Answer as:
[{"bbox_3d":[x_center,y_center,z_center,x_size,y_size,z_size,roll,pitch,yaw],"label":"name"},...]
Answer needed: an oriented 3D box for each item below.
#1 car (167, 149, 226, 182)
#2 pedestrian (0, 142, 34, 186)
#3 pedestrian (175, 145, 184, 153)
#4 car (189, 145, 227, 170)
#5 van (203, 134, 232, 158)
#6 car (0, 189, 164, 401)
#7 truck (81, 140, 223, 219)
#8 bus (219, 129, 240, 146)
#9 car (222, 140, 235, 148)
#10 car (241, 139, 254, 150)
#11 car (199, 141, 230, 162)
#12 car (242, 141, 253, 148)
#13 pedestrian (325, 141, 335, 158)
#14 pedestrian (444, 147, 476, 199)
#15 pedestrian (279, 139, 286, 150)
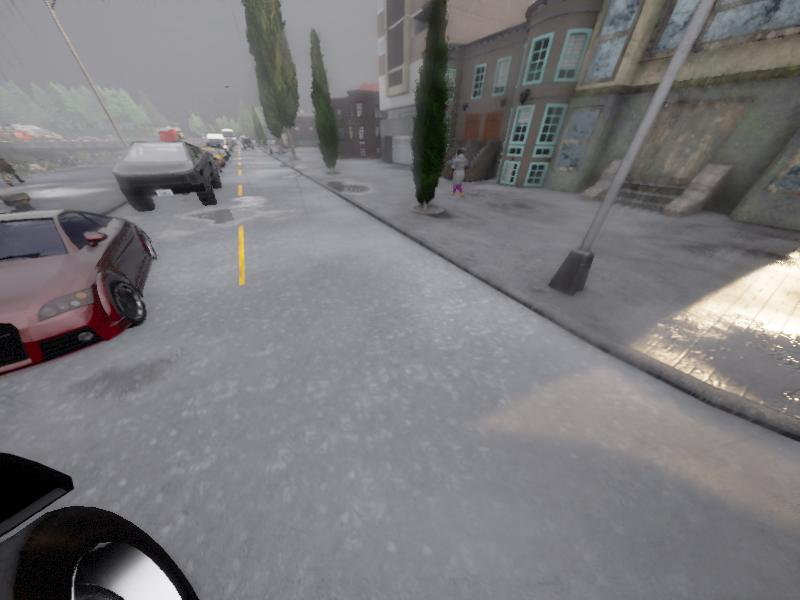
[{"bbox_3d":[-13.559,-9.317,15.779,2.128,1.511,4.902,-18,39,-24],"label":"car"},{"bbox_3d":[-20.203,-6.866,11.694,0.751,1.860,0.751,-18,39,-24],"label":"pedestrian"},{"bbox_3d":[-34.294,-23.505,35.939,0.500,1.100,0.500,27,43,32],"label":"pedestrian"},{"bbox_3d":[-17.016,-12.850,20.726,1.801,1.575,5.366,-18,39,-24],"label":"car"},{"bbox_3d":[-24.647,-20.968,31.399,1.988,2.561,5.915,-18,39,-24],"label":"van"},{"bbox_3d":[-5.360,-0.494,3.417,1.994,1.385,4.181,-23,41,-30],"label":"car"},{"bbox_3d":[-9.549,-5.499,9.858,2.390,2.098,6.274,-18,39,-24],"label":"truck"},{"bbox_3d":[-56.236,-53.821,76.465,3.944,4.253,10.273,-18,39,-24],"label":"bus"},{"bbox_3d":[-43.996,-40.204,59.431,2.033,1.649,4.856,-18,39,-24],"label":"car"},{"bbox_3d":[-34.512,-35.327,52.382,1.905,1.878,3.866,-18,39,-24],"label":"car"},{"bbox_3d":[-20.917,-16.923,26.239,1.932,1.855,4.605,-18,39,-24],"label":"car"},{"bbox_3d":[-38.815,-39.487,58.691,1.970,1.475,3.806,-18,39,-24],"label":"car"},{"bbox_3d":[-8.876,-19.063,29.256,0.751,1.860,0.751,-20,40,-27],"label":"pedestrian"},{"bbox_3d":[2.547,-5.438,9.924,0.751,1.860,0.751,-19,39,-25],"label":"pedestrian"},{"bbox_3d":[-25.142,-33.350,49.477,0.751,1.860,0.751,-14,38,-20],"label":"pedestrian"}]
